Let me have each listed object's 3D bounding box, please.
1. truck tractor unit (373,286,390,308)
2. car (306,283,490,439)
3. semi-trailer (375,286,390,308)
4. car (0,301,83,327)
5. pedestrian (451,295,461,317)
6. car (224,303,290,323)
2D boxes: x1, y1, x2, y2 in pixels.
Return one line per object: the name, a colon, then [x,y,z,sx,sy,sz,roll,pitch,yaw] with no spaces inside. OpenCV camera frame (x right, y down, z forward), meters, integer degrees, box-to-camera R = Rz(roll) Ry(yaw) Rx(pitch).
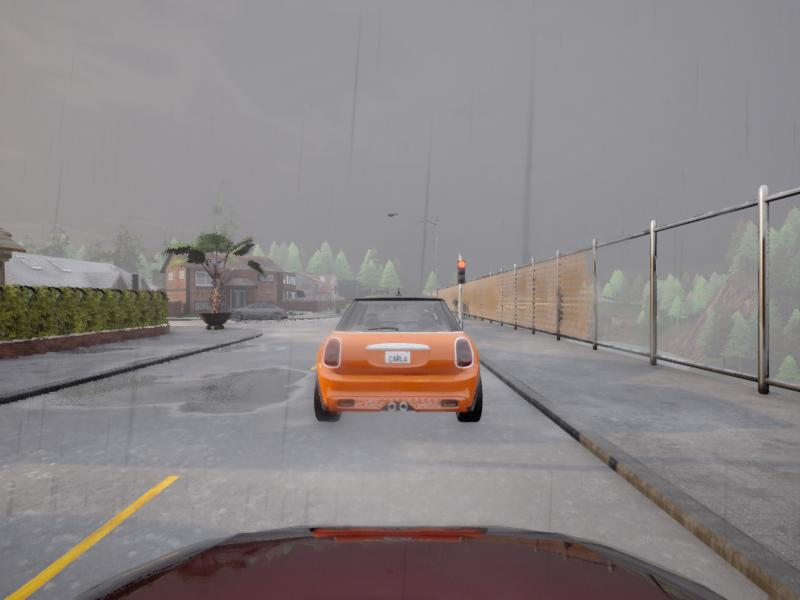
truck tractor unit: [-3.636,-0.523,80.444,3.053,4.208,6.516,0,0,0]
car: [-0.001,0.694,6.836,2.097,1.767,4.553,0,0,1]
semi-trailer: [-3.669,-0.619,88.359,2.717,4.402,14.254,0,0,0]
car: [-22.932,0.823,24.855,5.008,1.535,1.882,0,0,1]
pedestrian: [4.871,0.533,34.784,0.751,1.860,0.751,0,0,1]
car: [-10.181,0.907,28.806,4.181,1.385,1.994,0,0,-8]
